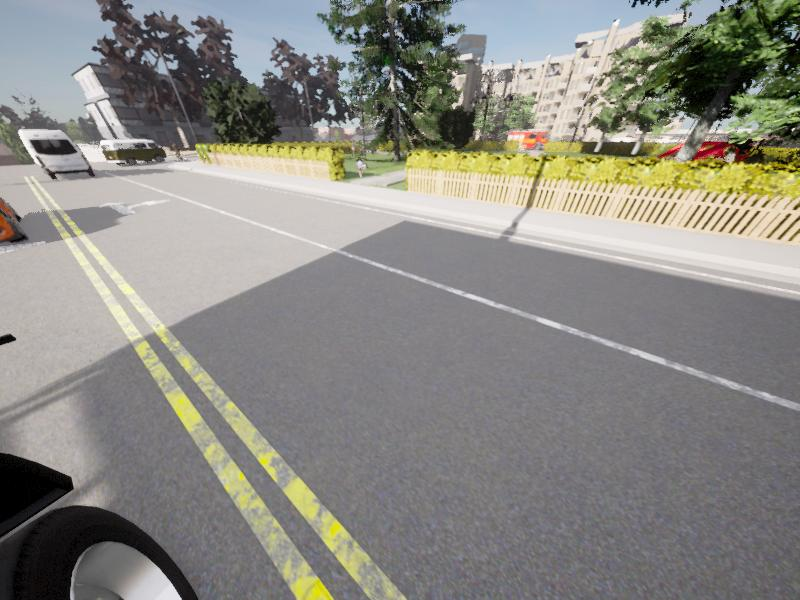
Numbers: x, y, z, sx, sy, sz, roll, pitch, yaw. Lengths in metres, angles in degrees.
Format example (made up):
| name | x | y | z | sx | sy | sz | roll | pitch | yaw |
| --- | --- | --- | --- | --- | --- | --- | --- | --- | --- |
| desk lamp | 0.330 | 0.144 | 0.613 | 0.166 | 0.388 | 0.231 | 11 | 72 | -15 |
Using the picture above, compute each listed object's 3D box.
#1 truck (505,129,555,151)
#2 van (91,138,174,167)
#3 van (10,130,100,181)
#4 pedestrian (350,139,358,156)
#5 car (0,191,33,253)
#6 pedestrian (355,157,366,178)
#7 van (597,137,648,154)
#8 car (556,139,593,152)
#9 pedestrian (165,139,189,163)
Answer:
| name | x | y | z | sx | sy | sz | roll | pitch | yaw |
| --- | --- | --- | --- | --- | --- | --- | --- | --- | --- |
| truck | 28.635 | -35.620 | 51.401 | 8.468 | 3.827 | 2.891 | 24 | 41 | 29 |
| van | -25.778 | -14.437 | 22.568 | 2.069 | 2.038 | 4.480 | 8 | 37 | 14 |
| van | -23.279 | -9.860 | 15.583 | 5.915 | 2.561 | 1.988 | 22 | 41 | 28 |
| pedestrian | -6.191 | -20.460 | 31.045 | 0.751 | 1.860 | 0.751 | 2 | 35 | 2 |
| car | -11.525 | -2.298 | 5.556 | 4.553 | 1.767 | 2.097 | 22 | 41 | 28 |
| pedestrian | -2.494 | -8.375 | 14.555 | 0.500 | 1.100 | 0.500 | -11 | 37 | -16 |
| van | 41.953 | -29.361 | 43.806 | 6.366 | 2.431 | 2.351 | 23 | 41 | 29 |
| car | 35.854 | -31.786 | 47.543 | 5.566 | 2.045 | 2.150 | 23 | 41 | 29 |
| pedestrian | -21.528 | -14.400 | 22.326 | 0.751 | 1.860 | 0.751 | 16 | 38 | 21 |
